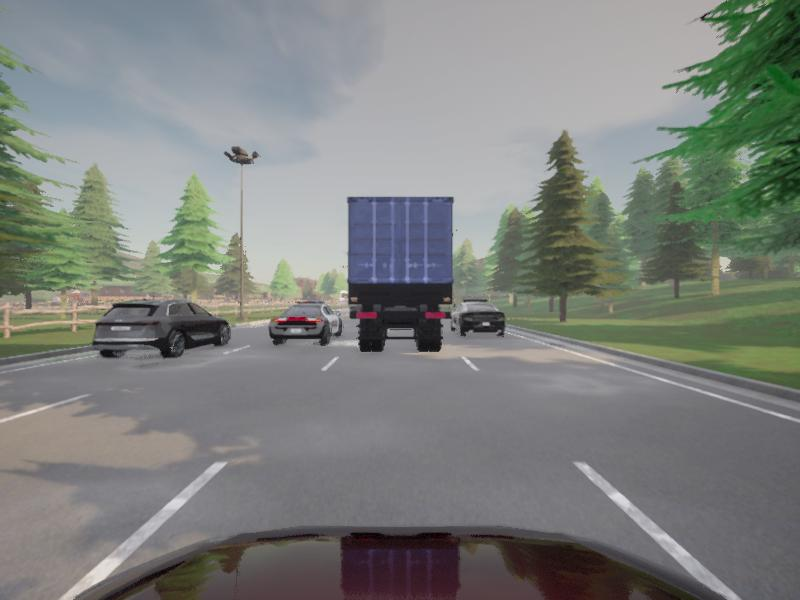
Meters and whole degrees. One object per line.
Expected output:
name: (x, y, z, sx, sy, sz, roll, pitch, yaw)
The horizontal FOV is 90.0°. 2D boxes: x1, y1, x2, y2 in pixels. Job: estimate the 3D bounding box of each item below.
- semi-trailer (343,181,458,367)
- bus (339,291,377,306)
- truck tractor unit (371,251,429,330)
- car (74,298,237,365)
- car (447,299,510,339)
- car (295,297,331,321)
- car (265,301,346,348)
semi-trailer: (0.011, -0.612, 16.613, 2.717, 4.402, 14.254, 0, 0, 0)
bus: (-11.675, -0.472, 112.154, 10.273, 4.253, 3.944, 0, 0, 0)
truck tractor unit: (0.010, -0.512, 24.533, 3.053, 4.208, 6.516, 0, 0, 0)
car: (-6.995, 0.785, 12.266, 2.033, 1.649, 4.856, 0, 0, 0)
car: (3.508, 0.782, 18.892, 1.930, 1.638, 5.238, 0, 0, 0)
car: (-6.986, 0.672, 32.619, 1.932, 1.855, 4.605, 0, 0, 0)
car: (-3.493, 0.836, 15.886, 2.038, 1.542, 4.974, 0, 0, 0)
